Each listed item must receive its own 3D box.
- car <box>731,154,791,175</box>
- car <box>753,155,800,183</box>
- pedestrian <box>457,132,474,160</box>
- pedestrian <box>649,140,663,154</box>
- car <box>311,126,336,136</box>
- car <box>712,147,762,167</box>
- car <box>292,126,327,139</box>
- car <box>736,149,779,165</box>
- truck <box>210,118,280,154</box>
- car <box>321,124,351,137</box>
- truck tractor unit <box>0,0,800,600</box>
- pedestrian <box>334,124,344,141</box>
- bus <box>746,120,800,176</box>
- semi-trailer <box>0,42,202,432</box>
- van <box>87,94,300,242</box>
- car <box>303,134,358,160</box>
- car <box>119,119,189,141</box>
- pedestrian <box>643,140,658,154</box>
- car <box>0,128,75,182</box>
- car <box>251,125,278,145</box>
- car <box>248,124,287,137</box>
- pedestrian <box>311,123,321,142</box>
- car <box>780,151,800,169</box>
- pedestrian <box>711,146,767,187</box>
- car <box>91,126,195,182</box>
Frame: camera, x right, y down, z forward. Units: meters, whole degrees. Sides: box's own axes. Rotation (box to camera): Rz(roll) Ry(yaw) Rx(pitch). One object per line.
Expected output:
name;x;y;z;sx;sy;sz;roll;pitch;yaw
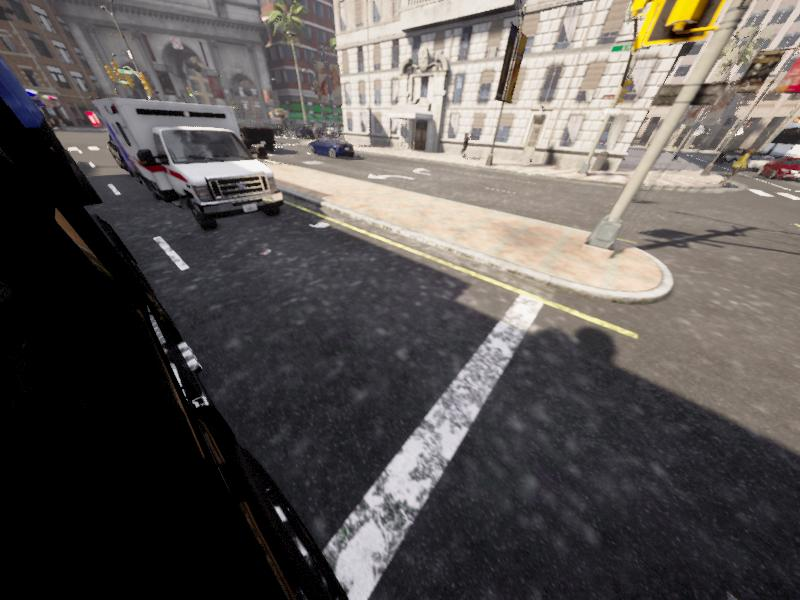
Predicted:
car;35.152;-13.406;22.679;1.895;1.301;4.718;28;44;30
car;30.794;-10.429;18.316;1.812;1.442;4.674;28;44;30
pedestrian;5.412;-12.798;19.171;0.751;1.860;0.751;31;45;32
pedestrian;42.272;-25.307;38.197;0.751;1.860;0.751;29;44;30
car;-16.036;-35.692;48.844;1.812;1.442;4.674;28;44;30
car;41.149;-17.645;28.389;2.242;1.667;4.611;28;44;30
car;-14.395;-26.899;37.111;2.033;1.649;4.856;23;41;26
car;49.293;-19.880;32.012;2.007;1.525;4.514;28;44;30
truck;-13.305;-14.105;19.786;6.274;2.098;2.390;28;44;30
car;-12.914;-34.749;47.282;2.150;2.045;5.566;29;45;30
truck tractor unit;-2.645;-0.295;0.351;6.516;4.208;3.053;28;44;30
pedestrian;-8.414;-23.098;31.961;0.751;1.860;0.751;23;42;25
bus;41.182;-15.306;23.135;3.944;4.253;10.273;28;44;30
semi-trailer;-8.704;-3.611;4.209;14.254;4.402;2.717;28;44;30
van;-5.963;-4.048;6.624;6.366;2.431;2.351;28;44;30
car;-5.594;-12.429;18.670;4.181;1.385;1.994;28;44;29
car;-26.649;-18.509;25.167;5.027;1.651;2.152;6;37;4
pedestrian;39.947;-24.418;36.864;0.751;1.860;0.751;29;44;31
car;-16.192;-6.339;9.867;5.357;1.411;2.033;28;44;30
car;-15.491;-18.813;26.311;1.851;1.617;3.988;-19;42;-26
car;-22.033;-28.348;38.638;2.128;1.511;4.902;28;43;29
pedestrian;-10.597;-21.118;29.188;0.751;1.860;0.751;4;37;2
car;49.735;-16.988;28.118;2.152;1.651;5.027;29;44;30
pedestrian;18.934;-7.470;12.976;0.751;1.860;0.751;25;42;27
car;-11.859;-6.871;10.657;4.856;1.649;2.033;28;44;30
